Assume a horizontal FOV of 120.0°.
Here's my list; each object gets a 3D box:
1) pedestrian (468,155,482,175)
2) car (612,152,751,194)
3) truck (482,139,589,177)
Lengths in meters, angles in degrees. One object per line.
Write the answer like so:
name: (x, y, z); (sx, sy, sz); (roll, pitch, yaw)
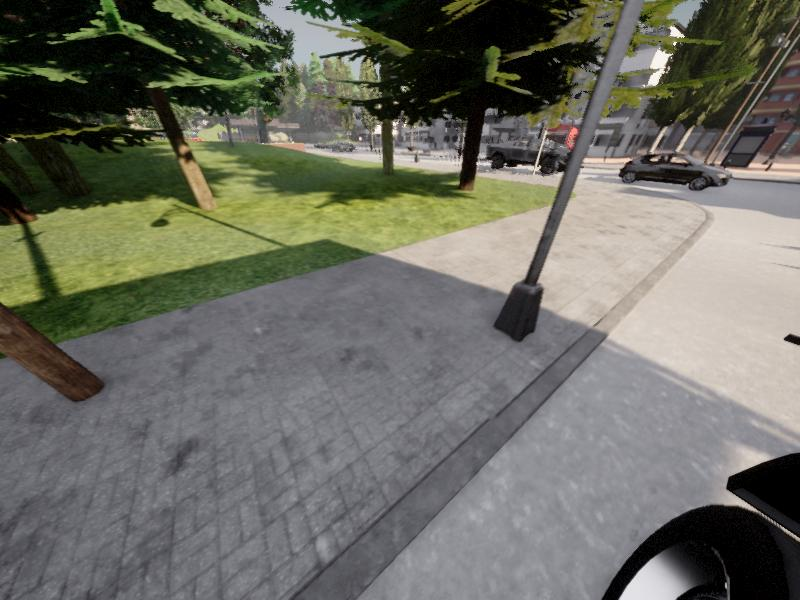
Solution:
pedestrian: (5.019, -9.010, 15.452); (0.500, 1.100, 0.500); (-24, 41, -29)
car: (14.425, -6.843, 12.201); (1.816, 1.474, 4.193); (-20, 40, -26)
truck: (9.771, -10.932, 17.492); (2.390, 2.098, 6.274); (-22, 41, -28)
